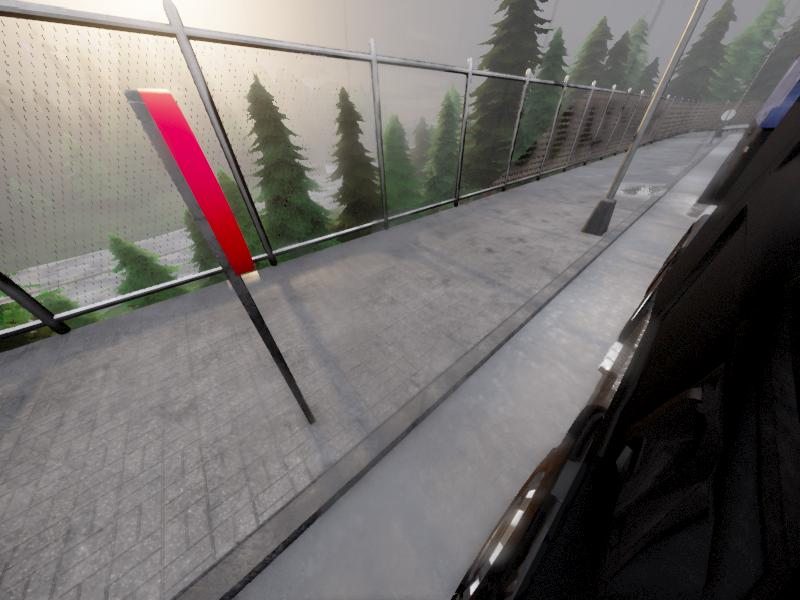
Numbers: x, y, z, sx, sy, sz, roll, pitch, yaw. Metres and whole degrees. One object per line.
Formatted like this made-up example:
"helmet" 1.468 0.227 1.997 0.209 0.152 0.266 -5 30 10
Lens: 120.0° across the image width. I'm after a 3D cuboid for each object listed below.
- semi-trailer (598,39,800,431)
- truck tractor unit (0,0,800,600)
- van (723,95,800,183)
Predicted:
"semi-trailer" 8.699 -3.605 4.226 14.254 4.402 2.717 -28 44 -30
"truck tractor unit" 2.645 -0.295 0.352 6.516 4.208 3.053 -28 44 -30
"van" 16.357 -6.918 9.756 5.915 2.561 1.988 -28 44 -30
